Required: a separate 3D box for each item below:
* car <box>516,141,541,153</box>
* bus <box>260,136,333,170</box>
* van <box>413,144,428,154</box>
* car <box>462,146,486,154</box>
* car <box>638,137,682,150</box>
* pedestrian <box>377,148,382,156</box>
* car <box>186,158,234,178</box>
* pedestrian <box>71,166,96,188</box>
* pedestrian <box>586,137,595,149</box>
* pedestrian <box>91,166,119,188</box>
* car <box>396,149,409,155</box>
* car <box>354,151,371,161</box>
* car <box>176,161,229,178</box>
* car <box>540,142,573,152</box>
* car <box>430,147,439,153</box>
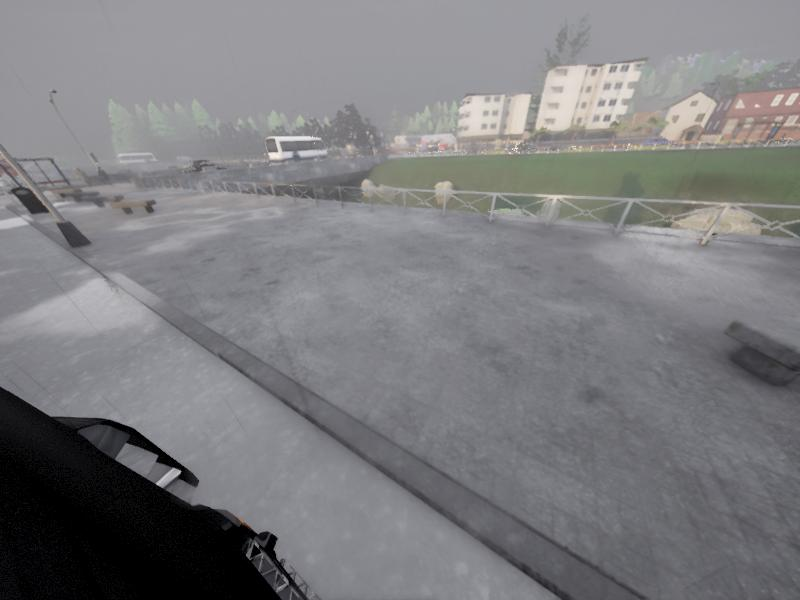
[{"bbox_3d":[25.511,-30.292,45.809,3.866,1.878,1.905,16,38,26],"label":"car"},{"bbox_3d":[-16.968,-25.083,39.161,3.944,4.253,10.273,17,39,27],"label":"bus"},{"bbox_3d":[7.014,-51.783,79.081,2.351,2.431,6.366,16,38,26],"label":"van"},{"bbox_3d":[17.251,-35.047,53.963,4.892,1.490,1.837,17,38,27],"label":"car"},{"bbox_3d":[42.002,-25.336,37.444,4.193,1.474,1.816,16,38,27],"label":"car"},{"bbox_3d":[-5.983,-42.997,67.170,0.751,1.860,0.751,25,43,35],"label":"pedestrian"},{"bbox_3d":[-24.026,-16.796,29.376,1.905,1.878,3.866,15,38,25],"label":"car"},{"bbox_3d":[-32.740,-12.731,23.923,0.751,1.860,0.751,26,43,36],"label":"pedestrian"},{"bbox_3d":[39.177,-32.250,47.482,0.751,1.860,0.751,12,36,21],"label":"pedestrian"},{"bbox_3d":[-28.497,-11.899,22.341,0.751,1.860,0.751,11,36,21],"label":"pedestrian"},{"bbox_3d":[0.875,-45.307,70.841,1.895,1.301,4.718,16,38,26],"label":"car"},{"bbox_3d":[-8.315,-32.138,51.526,1.789,1.549,3.705,16,38,27],"label":"car"},{"bbox_3d":[-27.077,-18.056,31.851,2.128,1.511,4.902,17,38,27],"label":"car"},{"bbox_3d":[31.546,-30.899,46.700,5.357,1.411,2.033,16,38,27],"label":"car"},{"bbox_3d":[11.750,-51.662,79.315,1.789,1.549,3.705,16,38,26],"label":"car"}]
